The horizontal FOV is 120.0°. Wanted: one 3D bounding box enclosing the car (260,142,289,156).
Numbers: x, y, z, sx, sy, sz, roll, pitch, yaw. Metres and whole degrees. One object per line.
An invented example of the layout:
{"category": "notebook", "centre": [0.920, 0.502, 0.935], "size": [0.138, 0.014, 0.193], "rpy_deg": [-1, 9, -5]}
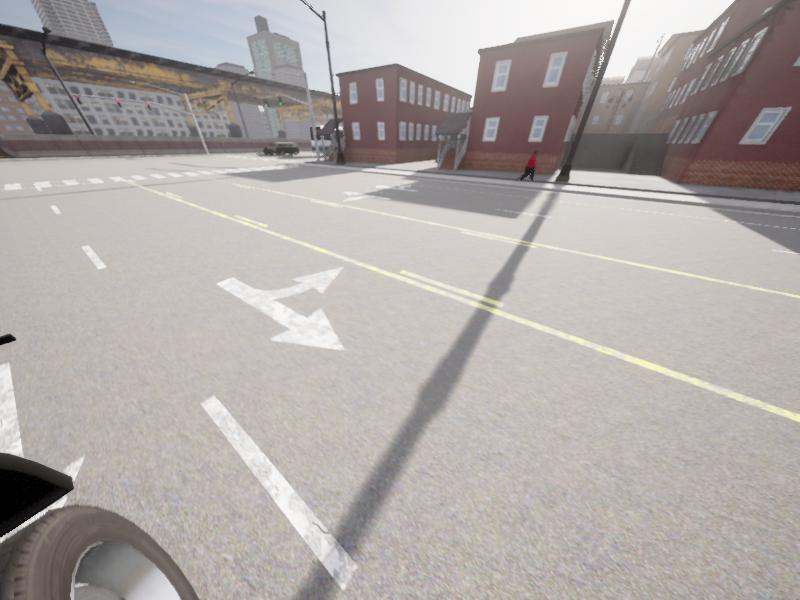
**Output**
{"category": "car", "centre": [-22.522, -27.197, 41.546], "size": [1.905, 1.878, 3.866], "rpy_deg": [22, 40, 28]}

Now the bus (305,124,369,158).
{"category": "bus", "centre": [-10.460, -27.546, 40.198], "size": [3.944, 4.253, 10.273], "rpy_deg": [22, 40, 28]}

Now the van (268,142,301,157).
{"category": "van", "centre": [-19.762, -25.986, 39.751], "size": [1.775, 1.987, 4.442], "rpy_deg": [22, 40, 28]}

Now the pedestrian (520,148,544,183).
{"category": "pedestrian", "centre": [8.326, -8.494, 14.619], "size": [0.751, 1.860, 0.751], "rpy_deg": [21, 39, 27]}
